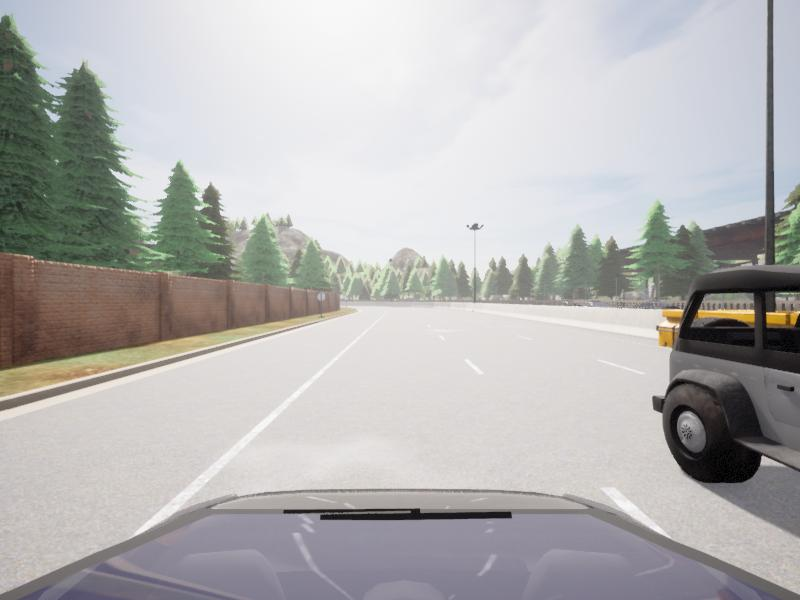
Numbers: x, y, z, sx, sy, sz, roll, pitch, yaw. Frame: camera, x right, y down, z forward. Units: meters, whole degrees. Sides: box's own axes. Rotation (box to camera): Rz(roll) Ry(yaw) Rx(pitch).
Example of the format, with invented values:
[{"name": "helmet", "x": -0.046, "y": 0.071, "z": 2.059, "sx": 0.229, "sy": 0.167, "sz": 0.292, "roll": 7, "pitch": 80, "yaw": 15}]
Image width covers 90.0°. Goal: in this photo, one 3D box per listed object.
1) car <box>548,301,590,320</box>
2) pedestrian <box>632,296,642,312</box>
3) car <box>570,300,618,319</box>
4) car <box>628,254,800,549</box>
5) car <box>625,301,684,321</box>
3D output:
[{"name": "car", "x": 14.031, "y": 0.853, "z": 33.446, "sx": 1.970, "sy": 1.475, "sz": 3.806, "roll": 0, "pitch": 0, "yaw": 0}, {"name": "pedestrian", "x": 28.970, "y": 0.485, "z": 48.891, "sx": 0.751, "sy": 1.860, "sz": 0.751, "roll": 0, "pitch": 0, "yaw": -1}, {"name": "car", "x": 17.532, "y": 0.829, "z": 36.468, "sx": 2.038, "sy": 1.542, "sz": 4.974, "roll": 0, "pitch": 0, "yaw": 0}, {"name": "car", "x": 3.501, "y": 0.646, "z": 2.535, "sx": 1.905, "sy": 1.878, "sz": 3.866, "roll": 0, "pitch": 0, "yaw": 0}, {"name": "car", "x": 21.028, "y": 0.844, "z": 33.305, "sx": 1.837, "sy": 1.490, "sz": 4.892, "roll": 0, "pitch": 0, "yaw": 0}]
